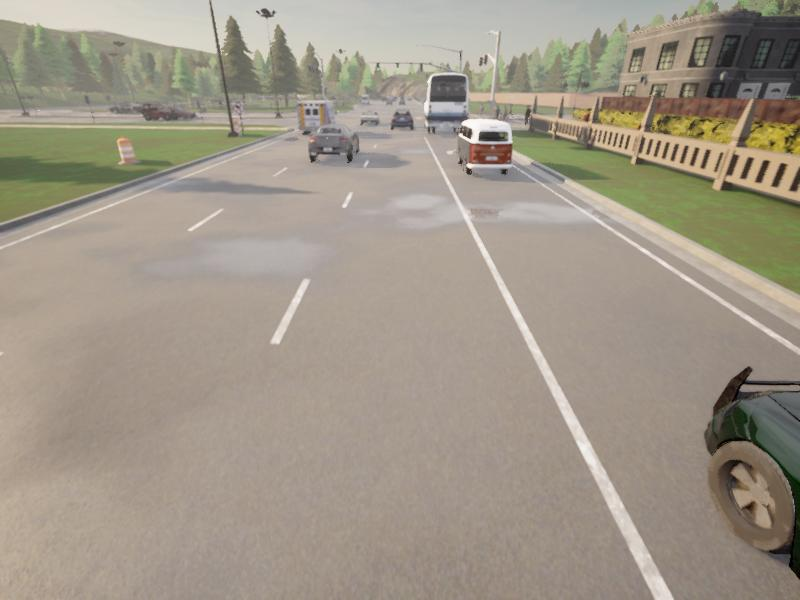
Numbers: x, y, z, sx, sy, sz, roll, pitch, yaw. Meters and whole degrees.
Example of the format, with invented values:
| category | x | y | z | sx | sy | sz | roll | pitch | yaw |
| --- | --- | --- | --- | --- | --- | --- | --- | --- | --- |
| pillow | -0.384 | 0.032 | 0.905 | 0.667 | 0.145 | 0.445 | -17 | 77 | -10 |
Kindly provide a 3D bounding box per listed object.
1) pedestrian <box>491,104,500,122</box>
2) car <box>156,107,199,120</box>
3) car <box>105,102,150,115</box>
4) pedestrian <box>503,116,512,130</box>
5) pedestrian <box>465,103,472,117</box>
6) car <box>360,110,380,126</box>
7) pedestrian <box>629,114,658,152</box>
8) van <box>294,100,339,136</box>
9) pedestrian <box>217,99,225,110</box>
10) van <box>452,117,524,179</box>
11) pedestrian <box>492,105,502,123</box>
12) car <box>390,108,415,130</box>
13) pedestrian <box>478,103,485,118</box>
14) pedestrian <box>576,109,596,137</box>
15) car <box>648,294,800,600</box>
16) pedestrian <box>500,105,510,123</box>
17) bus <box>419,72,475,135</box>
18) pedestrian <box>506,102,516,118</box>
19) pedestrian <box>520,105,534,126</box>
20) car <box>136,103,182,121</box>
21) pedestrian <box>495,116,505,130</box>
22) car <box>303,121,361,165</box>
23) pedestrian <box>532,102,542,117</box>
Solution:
| category | x | y | z | sx | sy | sz | roll | pitch | yaw |
| --- | --- | --- | --- | --- | --- | --- | --- | --- | --- |
| pedestrian | 11.606 | -22.706 | 48.548 | 0.751 | 1.860 | 0.751 | 3 | 28 | 6 |
| car | -28.104 | -23.659 | 50.633 | 4.181 | 1.385 | 1.994 | 1 | 27 | 1 |
| car | -41.439 | -29.200 | 60.942 | 5.238 | 1.638 | 1.930 | 1 | 27 | 1 |
| pedestrian | 9.600 | -15.850 | 35.760 | 0.500 | 1.100 | 0.500 | -4 | 28 | -7 |
| pedestrian | 9.752 | -27.031 | 56.900 | 0.751 | 1.860 | 0.751 | -1 | 27 | -3 |
| car | -3.244 | -20.030 | 43.908 | 1.895 | 1.301 | 4.718 | 0 | 27 | 0 |
| pedestrian | 13.524 | -9.286 | 22.263 | 0.751 | 1.860 | 0.751 | 1 | 27 | 2 |
| van | -6.794 | -15.373 | 33.631 | 2.351 | 2.431 | 6.366 | 0 | 27 | 0 |
| pedestrian | -31.879 | -34.802 | 71.243 | 0.751 | 1.860 | 0.751 | 2 | 27 | 4 |
| van | 3.617 | -6.777 | 17.507 | 2.069 | 2.038 | 4.480 | 0 | 27 | 0 |
| pedestrian | 11.284 | -21.648 | 46.498 | 0.751 | 1.860 | 0.751 | 0 | 27 | -1 |
| car | 0.231 | -17.784 | 39.181 | 2.242 | 1.667 | 4.611 | 0 | 27 | 0 |
| pedestrian | 11.576 | -26.909 | 56.697 | 0.751 | 1.860 | 0.751 | 2 | 27 | 4 |
| pedestrian | 13.809 | -13.157 | 29.756 | 0.751 | 1.860 | 0.751 | 1 | 27 | 1 |
| car | 3.532 | 1.786 | 1.500 | 2.038 | 1.542 | 4.974 | 0 | 28 | 0 |
| pedestrian | 12.111 | -21.560 | 46.340 | 0.751 | 1.860 | 0.751 | 0 | 27 | 0 |
| bus | 3.750 | -17.157 | 35.163 | 3.944 | 4.253 | 10.273 | 1 | 26 | 2 |
| pedestrian | 14.419 | -24.674 | 52.048 | 0.751 | 1.860 | 0.751 | -2 | 27 | -4 |
| pedestrian | 12.564 | -18.262 | 39.624 | 0.751 | 1.860 | 0.751 | -13 | 30 | -23 |
| car | -28.514 | -22.287 | 47.406 | 3.866 | 1.878 | 1.905 | 0 | 27 | 1 |
| pedestrian | 8.958 | -15.881 | 35.813 | 0.500 | 1.100 | 0.500 | -8 | 28 | -15 |
| car | -3.366 | -8.294 | 20.836 | 2.152 | 1.651 | 5.027 | 0 | 27 | 0 |
| pedestrian | 18.671 | -25.949 | 54.552 | 0.751 | 1.860 | 0.751 | -2 | 27 | -5 |
